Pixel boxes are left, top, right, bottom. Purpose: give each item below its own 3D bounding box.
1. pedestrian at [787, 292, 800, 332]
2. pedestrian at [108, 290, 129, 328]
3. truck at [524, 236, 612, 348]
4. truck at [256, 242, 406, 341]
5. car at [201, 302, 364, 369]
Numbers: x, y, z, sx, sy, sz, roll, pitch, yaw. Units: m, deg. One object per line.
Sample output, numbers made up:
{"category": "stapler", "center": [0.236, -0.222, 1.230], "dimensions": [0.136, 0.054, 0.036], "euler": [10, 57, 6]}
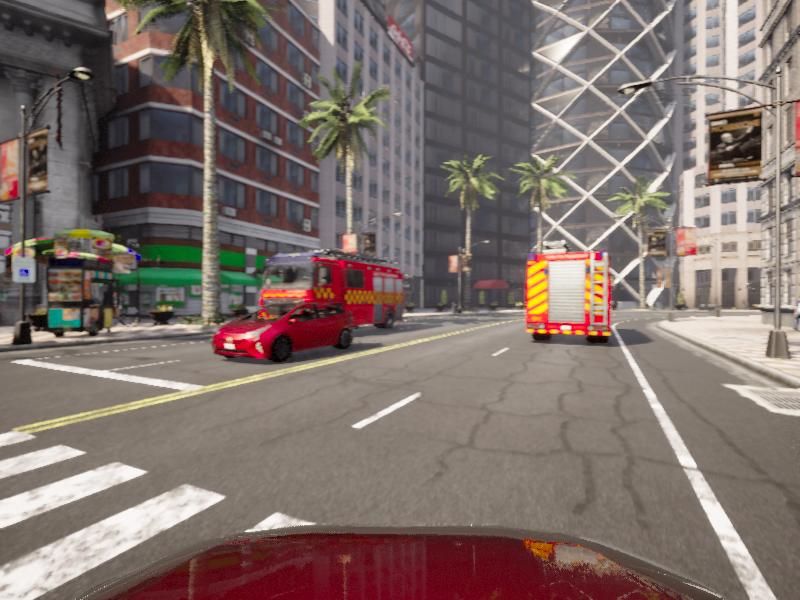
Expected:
{"category": "pedestrian", "center": [18.848, 0.572, 18.799], "dimensions": [0.751, 1.860, 0.751], "euler": [0, 0, 26]}
{"category": "pedestrian", "center": [-14.111, 0.428, 20.069], "dimensions": [0.751, 1.860, 0.751], "euler": [0, 0, -26]}
{"category": "truck", "center": [7.841, -0.282, 18.088], "dimensions": [2.891, 3.827, 8.468], "euler": [0, 0, 27]}
{"category": "truck", "center": [-2.873, -0.329, 19.995], "dimensions": [2.891, 3.827, 8.468], "euler": [0, 0, 27]}
{"category": "car", "center": [-3.111, 0.818, 11.641], "dimensions": [2.007, 1.525, 4.514], "euler": [0, 0, 26]}
